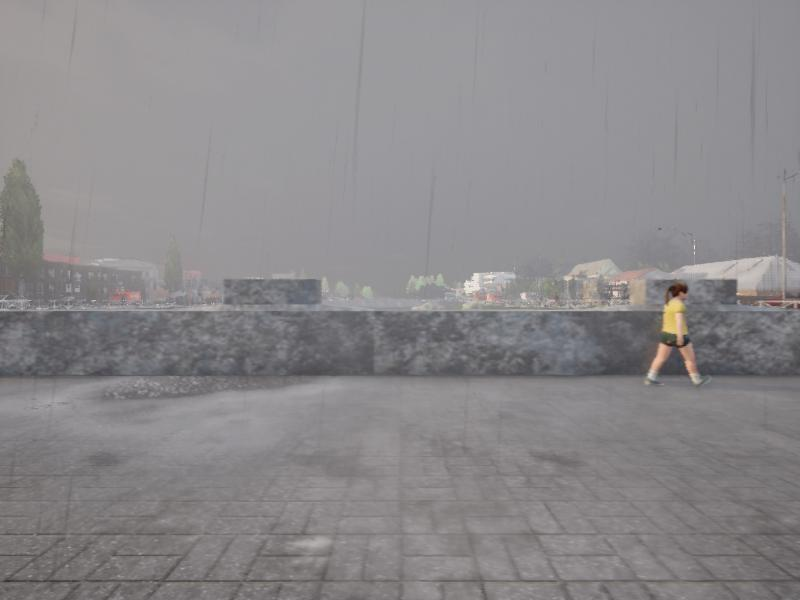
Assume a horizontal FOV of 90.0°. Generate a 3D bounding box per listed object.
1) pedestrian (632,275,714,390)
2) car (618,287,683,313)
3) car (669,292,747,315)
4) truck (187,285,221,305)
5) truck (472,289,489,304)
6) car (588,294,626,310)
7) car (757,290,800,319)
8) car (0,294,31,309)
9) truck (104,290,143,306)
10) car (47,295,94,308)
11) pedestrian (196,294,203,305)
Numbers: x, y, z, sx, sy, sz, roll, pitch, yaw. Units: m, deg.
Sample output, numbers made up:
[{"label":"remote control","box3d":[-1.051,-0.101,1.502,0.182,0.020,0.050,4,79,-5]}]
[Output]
[{"label":"pedestrian","box3d":[2.753,0.314,4.072,0.500,1.100,0.500,0,0,0]},{"label":"car","box3d":[21.473,-0.025,34.639,2.150,2.045,5.566,0,0,0]},{"label":"car","box3d":[21.475,0.235,28.178,2.007,1.525,4.514,0,0,0]},{"label":"truck","box3d":[-40.201,-0.937,82.601,2.891,3.827,8.468,0,0,0]},{"label":"truck","box3d":[21.455,-0.918,106.862,2.891,3.827,8.468,0,0,0]},{"label":"car","box3d":[21.472,0.194,41.689,1.851,1.617,3.988,0,0,0]},{"label":"car","box3d":[21.505,0.230,20.536,1.882,1.535,5.008,0,0,0]},{"label":"car","box3d":[-44.188,0.175,44.868,1.851,1.617,3.988,0,0,0]},{"label":"truck","box3d":[-44.196,-0.259,64.150,2.627,2.467,5.204,0,0,0]},{"label":"car","box3d":[-44.191,0.158,53.816,1.930,1.638,5.238,0,0,0]},{"label":"pedestrian","box3d":[-31.721,-0.075,63.378,0.751,1.860,0.751,0,0,-3]}]
